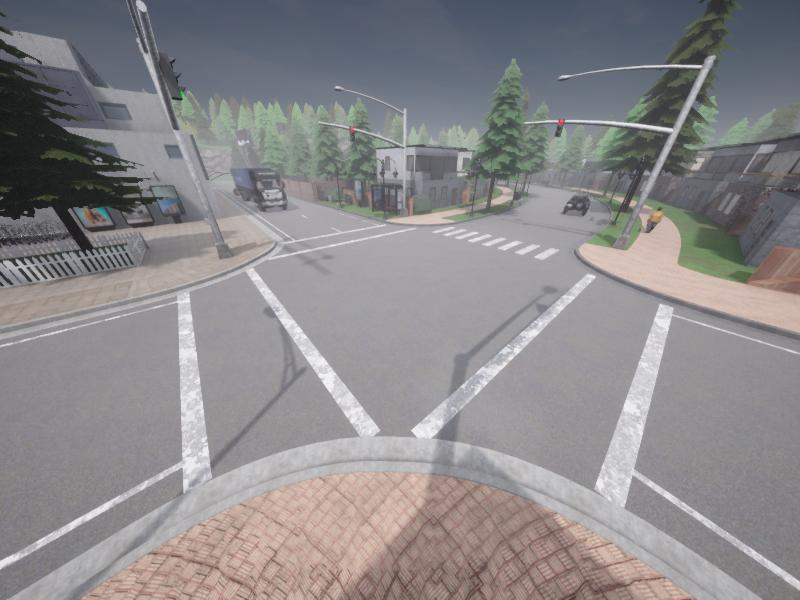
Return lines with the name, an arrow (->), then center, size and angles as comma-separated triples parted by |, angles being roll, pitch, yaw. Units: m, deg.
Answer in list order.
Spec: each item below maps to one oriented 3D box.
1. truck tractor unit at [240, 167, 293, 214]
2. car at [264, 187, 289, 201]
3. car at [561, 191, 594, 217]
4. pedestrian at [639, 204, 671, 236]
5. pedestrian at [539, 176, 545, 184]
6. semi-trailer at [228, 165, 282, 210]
truck tractor unit -> -15.008, -12.387, 25.806 | 3.053, 4.208, 6.516 | -21, 36, -32
car -> -18.776, -16.155, 35.021 | 2.007, 1.525, 4.514 | -22, 36, -33
car -> 18.802, -10.221, 24.353 | 1.932, 1.855, 4.605 | 22, 37, 32
pedestrian -> 17.336, -5.440, 15.748 | 0.751, 1.860, 0.751 | -21, 36, -32
pedestrian -> 38.033, -32.064, 61.862 | 0.751, 1.860, 0.751 | 1, 30, 2
semi-trailer -> -19.902, -15.582, 31.140 | 2.717, 4.402, 14.254 | -22, 37, -33
